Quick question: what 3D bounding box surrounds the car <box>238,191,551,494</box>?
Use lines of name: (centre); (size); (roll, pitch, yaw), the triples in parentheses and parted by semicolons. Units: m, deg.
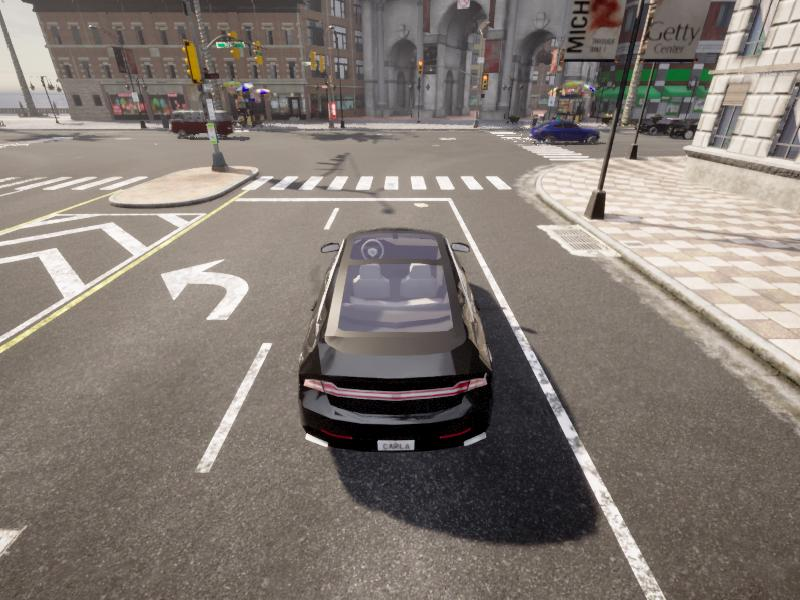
car: (-0.057, -0.144, 5.248); (2.128, 1.511, 4.902); (0, 27, -1)

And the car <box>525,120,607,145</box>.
car: (11.267, -11.503, 27.446); (4.674, 1.442, 1.812); (0, 27, 0)

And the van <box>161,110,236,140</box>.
van: (-15.184, -13.320, 30.392); (4.442, 1.987, 1.775); (0, 27, 0)

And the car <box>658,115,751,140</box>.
car: (23.100, -13.187, 30.510); (5.238, 1.638, 1.930); (0, 27, 0)

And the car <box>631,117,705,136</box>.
car: (22.494, -14.634, 33.705); (4.718, 1.301, 1.895); (0, 27, 1)
